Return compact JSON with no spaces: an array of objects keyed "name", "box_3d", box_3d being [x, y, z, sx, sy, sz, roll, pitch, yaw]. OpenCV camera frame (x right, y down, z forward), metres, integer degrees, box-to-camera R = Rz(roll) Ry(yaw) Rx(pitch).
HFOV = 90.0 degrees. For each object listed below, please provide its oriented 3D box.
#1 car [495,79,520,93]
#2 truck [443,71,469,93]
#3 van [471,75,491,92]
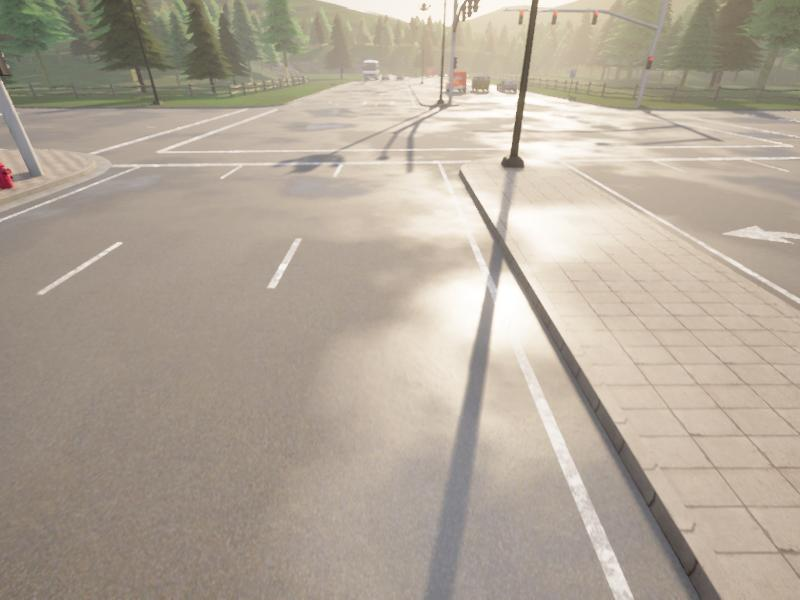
[{"name":"car","box_3d":[14.464,-28.955,54.106,2.033,1.411,5.357,0,30,0]},{"name":"truck","box_3d":[7.462,-29.410,53.831,2.627,2.467,5.204,0,30,0]},{"name":"van","box_3d":[10.958,-29.560,54.566,1.775,1.987,4.442,0,30,0]}]
